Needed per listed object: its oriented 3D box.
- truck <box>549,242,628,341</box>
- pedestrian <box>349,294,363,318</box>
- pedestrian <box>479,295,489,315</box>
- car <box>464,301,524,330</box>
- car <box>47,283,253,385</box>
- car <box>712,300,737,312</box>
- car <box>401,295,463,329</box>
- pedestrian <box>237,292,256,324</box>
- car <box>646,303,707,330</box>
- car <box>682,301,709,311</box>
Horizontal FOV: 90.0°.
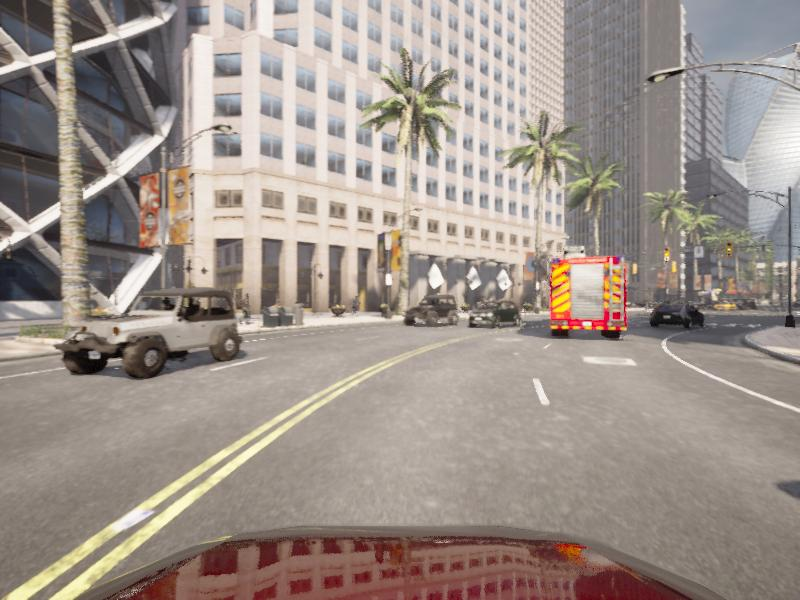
[{"bbox_3d":[9.079,-0.319,20.016,2.891,3.827,8.468,0,0,21],"label":"truck"},{"bbox_3d":[-3.427,0.472,31.105,0.751,1.860,0.751,0,0,30],"label":"pedestrian"},{"bbox_3d":[8.034,0.481,38.231,0.751,1.860,0.751,0,0,-5],"label":"pedestrian"},{"bbox_3d":[5.478,0.812,23.045,1.789,1.549,3.705,0,0,42],"label":"car"},{"bbox_3d":[-5.511,0.638,9.490,1.905,1.878,3.866,0,0,16],"label":"car"},{"bbox_3d":[47.883,0.851,58.924,5.366,1.575,1.801,0,0,-39],"label":"car"},{"bbox_3d":[2.012,0.639,24.290,1.905,1.878,3.866,0,0,40],"label":"car"},{"bbox_3d":[-9.020,0.468,23.448,0.751,1.860,0.751,0,0,34],"label":"pedestrian"},{"bbox_3d":[16.542,0.917,23.855,4.181,1.385,1.994,0,0,-41],"label":"car"},{"bbox_3d":[45.460,0.897,61.463,4.902,1.511,2.128,0,0,-39],"label":"car"}]
